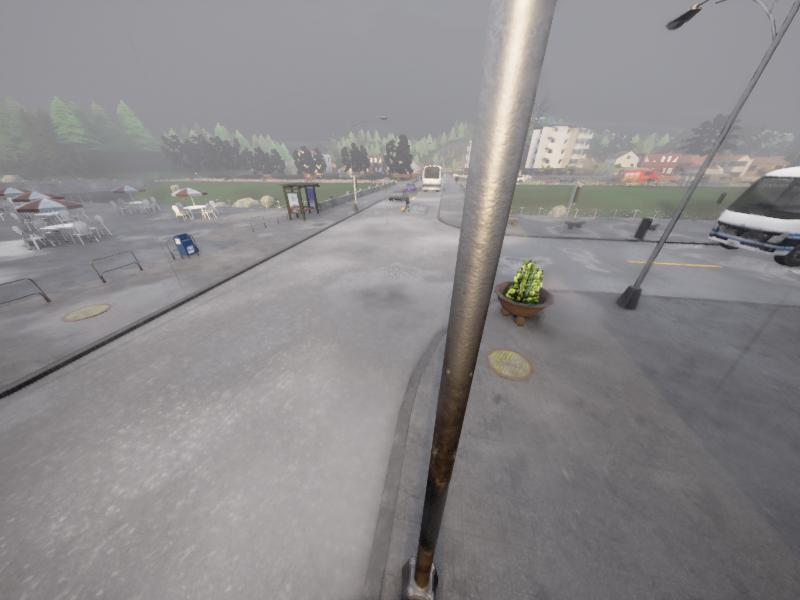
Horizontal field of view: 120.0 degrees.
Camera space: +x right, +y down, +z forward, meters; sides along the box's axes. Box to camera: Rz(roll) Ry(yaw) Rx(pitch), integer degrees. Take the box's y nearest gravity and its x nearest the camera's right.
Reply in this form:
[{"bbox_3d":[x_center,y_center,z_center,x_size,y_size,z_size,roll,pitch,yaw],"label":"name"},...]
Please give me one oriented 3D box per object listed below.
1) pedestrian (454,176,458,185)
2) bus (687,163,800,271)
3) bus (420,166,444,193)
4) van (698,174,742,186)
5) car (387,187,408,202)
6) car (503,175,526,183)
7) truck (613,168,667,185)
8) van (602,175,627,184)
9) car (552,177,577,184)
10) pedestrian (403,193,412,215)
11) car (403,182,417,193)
[{"bbox_3d":[14.427,-30.748,59.354,0.751,1.860,0.751,5,30,9],"label":"pedestrian"},{"bbox_3d":[22.166,-3.805,10.550,10.273,4.253,3.944,5,30,8],"label":"bus"},{"bbox_3d":[6.440,-24.086,45.670,3.944,4.253,10.273,5,30,9],"label":"bus"},{"bbox_3d":[78.395,-29.478,56.687,5.915,2.561,1.988,5,30,9],"label":"van"},{"bbox_3d":[-0.263,-14.968,32.743,2.033,1.411,5.357,5,30,9],"label":"car"},{"bbox_3d":[33.269,-35.263,67.249,5.566,2.045,2.150,5,30,9],"label":"car"},{"bbox_3d":[61.006,-31.555,59.035,8.468,3.827,2.891,5,30,9],"label":"truck"},{"bbox_3d":[58.742,-32.991,63.365,4.442,1.987,1.775,5,30,9],"label":"van"},{"bbox_3d":[46.468,-33.925,65.332,5.238,1.638,1.930,5,30,9],"label":"car"},{"bbox_3d":[0.710,-9.346,22.492,0.751,1.860,0.751,3,30,5],"label":"pedestrian"},{"bbox_3d":[2.010,-21.474,43.953,2.007,1.525,4.514,5,30,9],"label":"car"}]
